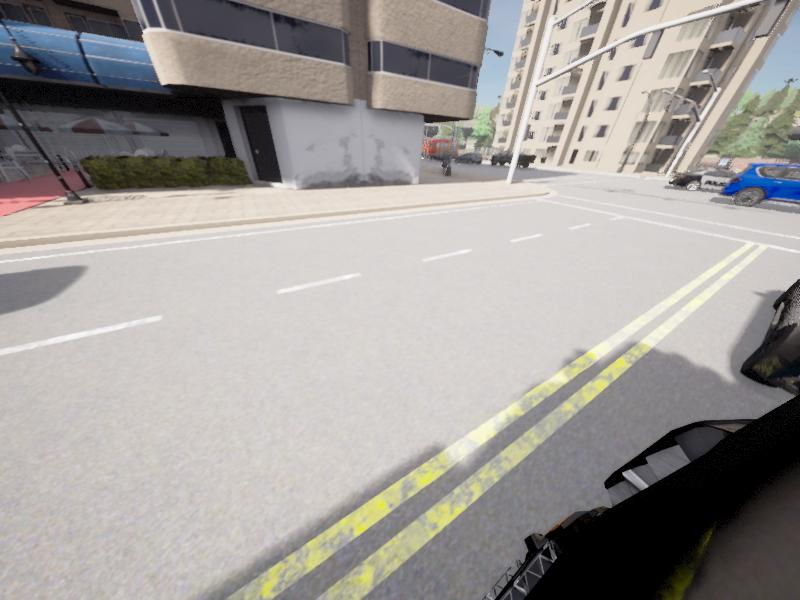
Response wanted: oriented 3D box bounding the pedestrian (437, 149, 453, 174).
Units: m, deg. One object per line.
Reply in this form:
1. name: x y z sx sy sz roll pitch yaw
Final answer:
1. pedestrian: 3.931 -12.142 20.244 0.751 1.860 0.751 -16 38 -25

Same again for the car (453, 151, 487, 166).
1. car: 10.788 -22.146 36.139 2.033 1.649 4.856 -17 38 -26

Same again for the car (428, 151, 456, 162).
1. car: 7.279 -25.510 41.045 2.128 1.511 4.902 -17 38 -26

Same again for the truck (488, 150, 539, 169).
1. truck: 16.365 -20.678 33.876 2.390 2.098 6.274 -17 38 -26

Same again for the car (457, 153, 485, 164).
1. car: 12.179 -24.512 39.993 1.994 1.385 4.181 -16 38 -26

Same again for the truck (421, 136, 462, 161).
1. truck: 7.813 -29.877 45.519 2.891 3.827 8.468 -16 38 -25

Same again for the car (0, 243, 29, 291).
1. car: -8.528 -0.020 1.924 5.366 1.575 1.801 -16 38 -26

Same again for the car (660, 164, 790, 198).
1. car: 24.018 -9.087 17.467 5.238 1.638 1.930 16 37 19

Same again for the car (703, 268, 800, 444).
1. car: 5.829 0.307 2.393 4.514 1.525 2.007 -16 38 -26

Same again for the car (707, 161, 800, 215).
1. car: 20.281 -5.438 11.412 2.150 2.045 5.566 -17 39 -26
